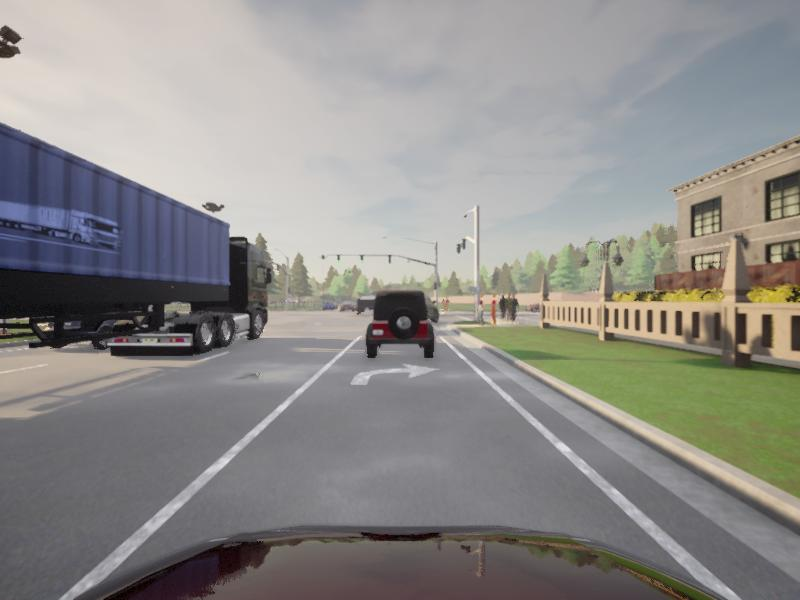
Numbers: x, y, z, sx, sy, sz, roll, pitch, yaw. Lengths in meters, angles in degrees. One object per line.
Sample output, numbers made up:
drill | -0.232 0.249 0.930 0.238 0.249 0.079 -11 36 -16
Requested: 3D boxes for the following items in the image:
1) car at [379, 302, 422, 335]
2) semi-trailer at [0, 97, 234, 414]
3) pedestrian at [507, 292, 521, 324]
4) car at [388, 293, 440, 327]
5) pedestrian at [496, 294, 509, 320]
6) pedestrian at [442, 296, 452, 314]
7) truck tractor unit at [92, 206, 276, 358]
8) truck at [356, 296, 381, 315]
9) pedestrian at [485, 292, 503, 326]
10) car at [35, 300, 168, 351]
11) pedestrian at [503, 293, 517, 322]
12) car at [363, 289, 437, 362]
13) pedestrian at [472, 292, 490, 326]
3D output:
car | 0.079 0.870 20.268 1.970 1.475 3.806 0 0 1
semi-trailer | -6.911 -0.613 6.366 2.717 4.402 14.254 0 0 -1
pedestrian | 6.855 0.463 24.133 0.751 1.860 0.751 0 0 12
car | 1.098 0.591 27.169 2.150 2.045 5.566 0 0 17
pedestrian | 7.230 0.481 28.148 0.751 1.860 0.751 0 0 3
pedestrian | 5.060 0.521 43.321 0.751 1.860 0.751 0 0 -31
truck tractor unit | -6.969 -0.503 14.281 3.053 4.208 6.516 0 0 0
truck | -3.493 0.580 45.438 2.390 2.098 6.274 0 0 0
pedestrian | 5.327 0.504 22.755 0.751 1.860 0.751 0 0 -16
car | -10.495 0.800 14.502 1.851 1.617 3.988 0 0 0
pedestrian | 7.058 0.471 25.770 0.751 1.860 0.751 0 0 4
car | 0.003 0.656 12.184 1.905 1.878 3.866 0 0 0
pedestrian | 4.598 0.504 22.686 0.751 1.860 0.751 0 0 -10
